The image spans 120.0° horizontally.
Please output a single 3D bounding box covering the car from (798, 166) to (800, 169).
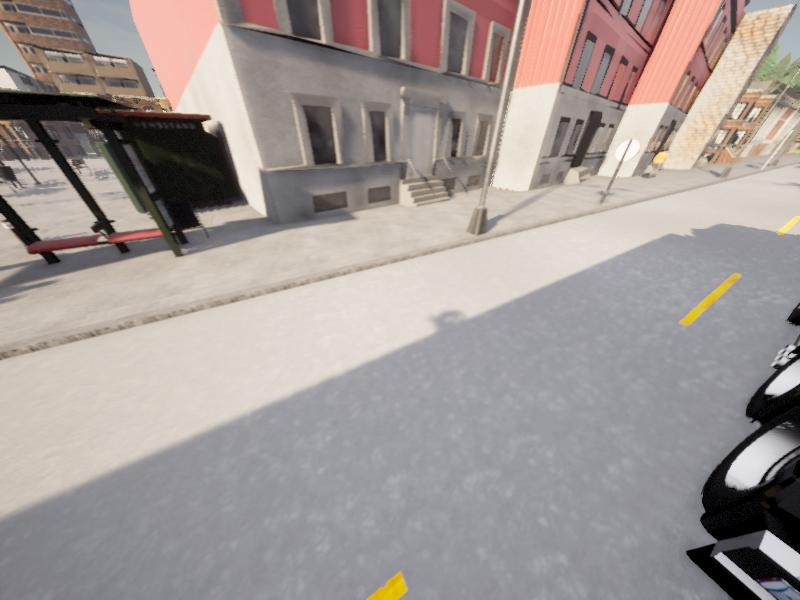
[{"bbox_3d":[44.846,-14.783,24.398,4.514,1.525,2.007,-18,39,-24],"label":"car"}]

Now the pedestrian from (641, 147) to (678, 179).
[{"bbox_3d":[17.764,-9.393,15.854,0.751,1.860,0.751,-17,38,-24],"label":"pedestrian"}]

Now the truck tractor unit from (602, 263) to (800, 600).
[{"bbox_3d":[5.113,-0.298,0.786,6.516,4.208,3.053,-18,39,-24],"label":"truck tractor unit"}]
